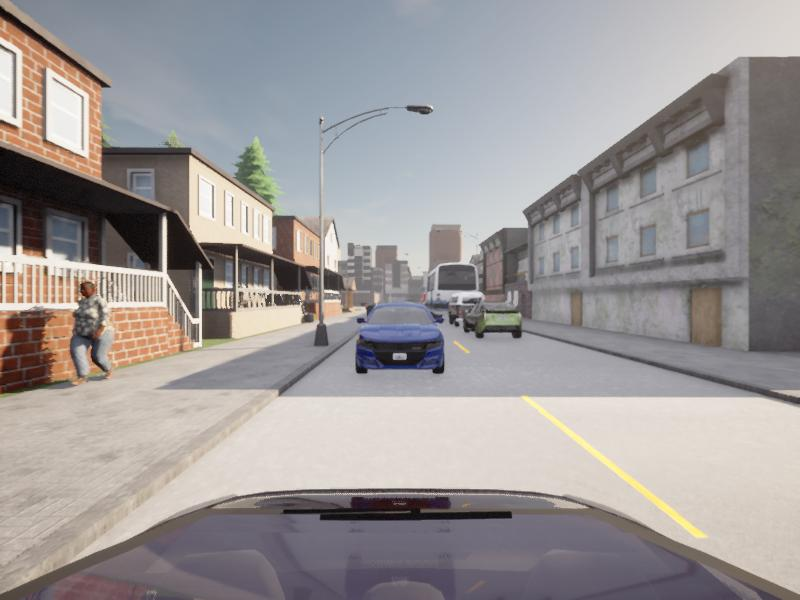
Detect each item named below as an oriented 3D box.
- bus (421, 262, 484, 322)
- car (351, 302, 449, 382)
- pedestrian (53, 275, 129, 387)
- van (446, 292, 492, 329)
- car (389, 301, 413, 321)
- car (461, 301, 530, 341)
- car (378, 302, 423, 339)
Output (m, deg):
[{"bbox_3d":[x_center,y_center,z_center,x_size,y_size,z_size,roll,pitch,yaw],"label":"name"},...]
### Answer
[{"bbox_3d":[3.981,-0.547,33.560,3.944,4.253,10.273,0,0,0],"label":"bus"},{"bbox_3d":[0.007,0.819,10.231,1.882,1.535,5.008,0,0,0],"label":"car"},{"bbox_3d":[-5.395,0.522,7.019,0.751,1.860,0.751,0,0,1],"label":"pedestrian"},{"bbox_3d":[4.067,0.562,24.446,2.069,2.038,4.480,0,0,0],"label":"van"},{"bbox_3d":[0.098,0.841,32.216,1.816,1.474,4.193,0,0,0],"label":"car"},{"bbox_3d":[4.029,0.821,17.763,2.007,1.525,4.514,0,0,0],"label":"car"},{"bbox_3d":[0.042,0.836,18.861,1.837,1.490,4.892,0,0,0],"label":"car"}]
